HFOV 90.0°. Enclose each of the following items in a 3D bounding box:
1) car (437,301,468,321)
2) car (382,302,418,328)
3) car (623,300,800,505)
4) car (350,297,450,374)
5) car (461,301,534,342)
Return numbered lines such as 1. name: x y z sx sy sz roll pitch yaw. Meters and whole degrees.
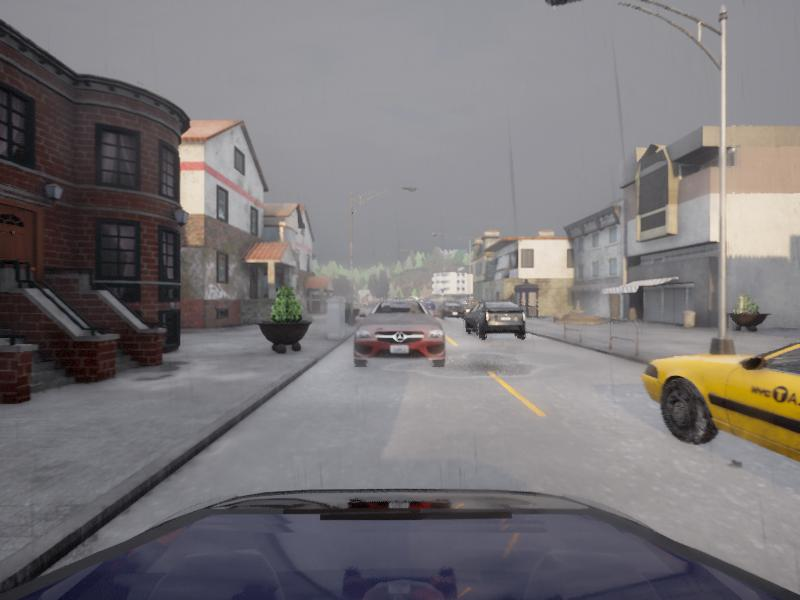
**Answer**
1. car: 3.987 0.818 31.292 1.812 1.442 4.674 0 0 0
2. car: -0.012 0.853 25.230 2.033 1.411 5.357 0 0 0
3. car: 3.994 0.796 2.864 1.801 1.575 5.366 0 0 0
4. car: -0.007 0.761 11.138 2.152 1.651 5.027 0 0 0
5. car: 3.991 0.799 17.209 2.007 1.525 4.514 0 0 0
